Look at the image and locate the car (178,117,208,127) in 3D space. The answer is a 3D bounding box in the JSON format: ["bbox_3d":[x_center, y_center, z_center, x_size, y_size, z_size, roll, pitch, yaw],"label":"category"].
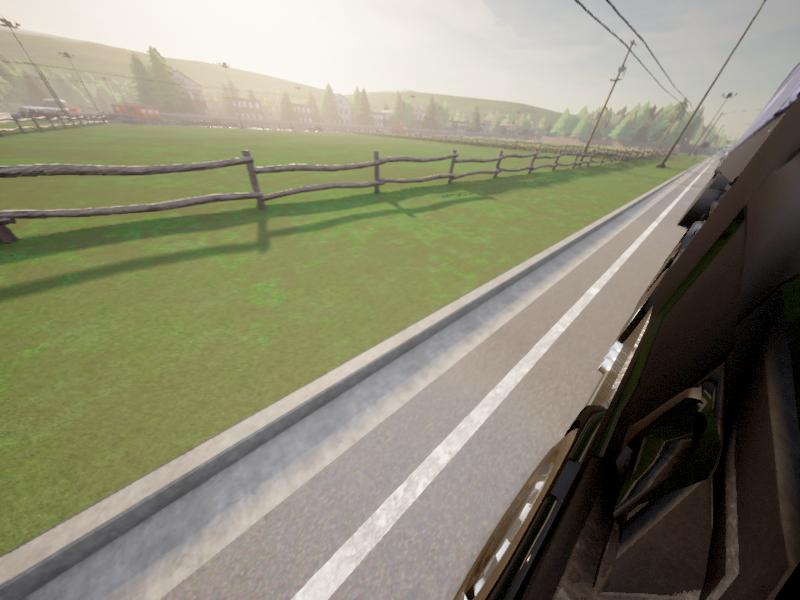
[{"bbox_3d":[-51.337,-44.107,57.367,5.238,1.638,1.930,-25,45,-33],"label":"car"}]

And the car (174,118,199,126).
[{"bbox_3d":[-54.396,-45.354,58.929,4.193,1.474,1.816,-25,45,-33],"label":"car"}]

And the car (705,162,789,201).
[{"bbox_3d":[19.393,-6.846,13.111,4.181,1.385,1.994,-25,45,-33],"label":"car"}]

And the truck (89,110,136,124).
[{"bbox_3d":[-64.239,-41.048,51.783,6.274,2.098,2.390,-27,46,-35],"label":"truck"}]

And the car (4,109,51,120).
[{"bbox_3d":[-69.969,-34.922,43.559,1.816,1.474,4.193,7,37,5],"label":"car"}]

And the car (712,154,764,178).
[{"bbox_3d":[32.791,-13.194,22.575,5.027,1.651,2.152,-25,45,-33],"label":"car"}]

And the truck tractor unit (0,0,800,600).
[{"bbox_3d":[2.645,-0.295,0.352,6.516,4.208,3.053,-28,43,-30],"label":"truck tractor unit"}]

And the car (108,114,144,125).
[{"bbox_3d":[-58.018,-38.258,49.006,4.611,1.667,2.242,-25,45,-33],"label":"car"}]

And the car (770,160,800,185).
[{"bbox_3d":[33.436,-10.728,19.376,3.633,1.501,1.845,-25,45,-33],"label":"car"}]

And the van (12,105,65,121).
[{"bbox_3d":[-66.682,-34.450,42.729,2.069,2.038,4.480,6,37,3],"label":"van"}]

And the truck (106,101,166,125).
[{"bbox_3d":[-63.146,-44.956,55.696,8.468,3.827,2.891,-25,45,-33],"label":"truck"}]

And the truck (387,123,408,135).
[{"bbox_3d":[-0.920,-70.971,95.955,8.468,3.827,2.891,-25,45,-33],"label":"truck"}]

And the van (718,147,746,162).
[{"bbox_3d":[69.173,-30.482,48.241,6.366,2.431,2.351,-25,45,-33],"label":"van"}]

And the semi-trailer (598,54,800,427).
[{"bbox_3d":[8.807,-3.160,4.602,14.254,4.402,2.717,-24,44,-34],"label":"semi-trailer"}]
